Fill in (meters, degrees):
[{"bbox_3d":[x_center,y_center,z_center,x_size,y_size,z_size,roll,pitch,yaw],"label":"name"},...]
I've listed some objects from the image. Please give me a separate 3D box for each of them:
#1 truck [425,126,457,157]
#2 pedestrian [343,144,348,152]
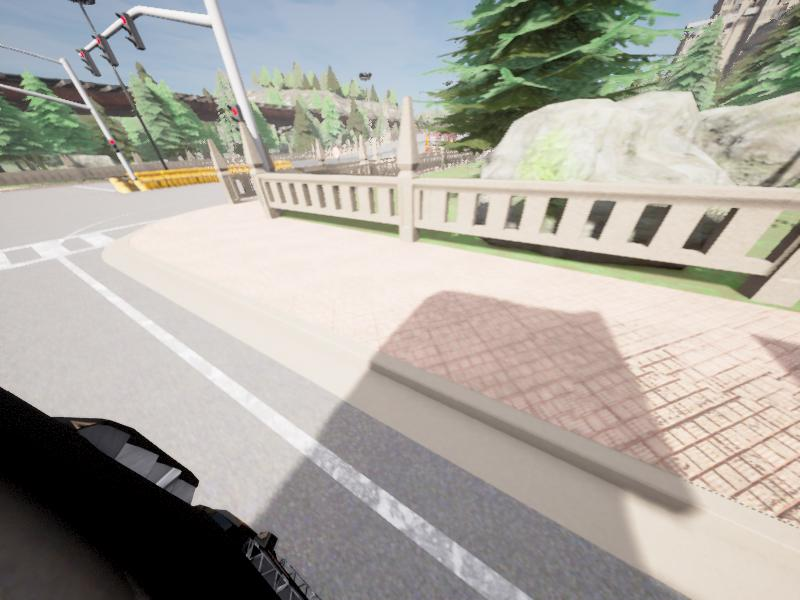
[{"bbox_3d":[7.737,-29.633,43.039,2.891,3.827,8.468,16,43,26],"label":"truck"},{"bbox_3d":[-14.091,-39.291,59.676,0.751,1.860,0.751,16,38,26],"label":"pedestrian"}]
